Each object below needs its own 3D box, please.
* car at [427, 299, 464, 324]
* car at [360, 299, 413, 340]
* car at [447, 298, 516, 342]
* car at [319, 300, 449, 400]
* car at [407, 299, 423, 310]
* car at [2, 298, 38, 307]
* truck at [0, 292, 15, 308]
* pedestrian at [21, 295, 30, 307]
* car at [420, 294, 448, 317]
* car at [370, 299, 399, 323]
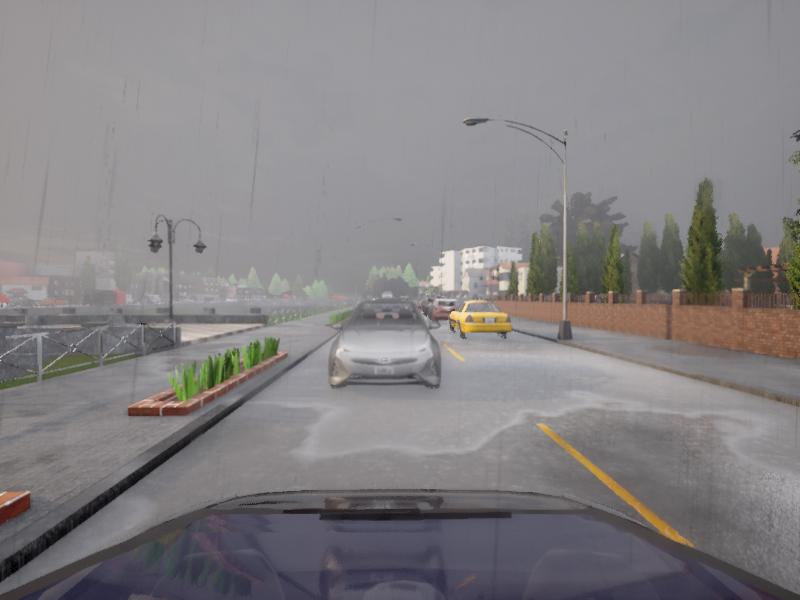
[{"bbox_3d":[2.911,0.694,26.126,1.970,1.475,3.806,0,0,0],"label":"car"},{"bbox_3d":[-0.533,0.719,17.276,2.007,1.525,4.514,0,0,-1],"label":"car"},{"bbox_3d":[3.183,0.693,16.811,1.801,1.575,5.366,0,0,0],"label":"car"},{"bbox_3d":[-0.265,0.767,8.403,2.007,1.525,4.514,0,0,-1],"label":"car"},{"bbox_3d":[2.037,0.586,56.153,1.994,1.385,4.181,0,0,0],"label":"car"},{"bbox_3d":[-68.023,0.461,71.696,1.837,1.490,4.892,0,0,-2],"label":"car"},{"bbox_3d":[-63.767,0.003,62.238,2.627,2.467,5.204,0,0,-2],"label":"truck"},{"bbox_3d":[-59.897,0.194,64.006,0.751,1.860,0.751,0,0,-18],"label":"pedestrian"},{"bbox_3d":[2.876,0.449,34.753,1.932,1.855,4.605,0,1,-2],"label":"car"},{"bbox_3d":[-1.093,0.690,27.446,1.816,1.474,4.193,0,0,-3],"label":"car"}]
